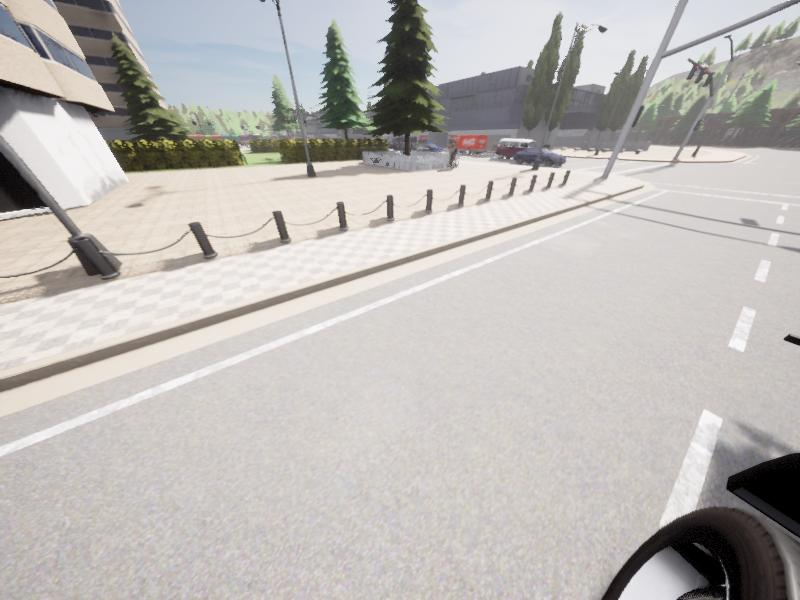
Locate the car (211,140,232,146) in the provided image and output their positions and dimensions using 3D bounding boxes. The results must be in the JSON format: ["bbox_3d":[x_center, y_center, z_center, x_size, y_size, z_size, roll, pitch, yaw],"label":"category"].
[{"bbox_3d":[-59.102,-51.972,76.547,5.357,1.415,2.033,-22,41,-28],"label":"car"}]

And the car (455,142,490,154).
[{"bbox_3d":[11.737,-24.990,37.885,1.801,1.575,5.366,-22,41,-28],"label":"car"}]

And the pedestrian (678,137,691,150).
[{"bbox_3d":[50.503,-27.784,41.018,0.751,1.860,0.751,-26,43,-32],"label":"pedestrian"}]

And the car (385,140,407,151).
[{"bbox_3d":[-0.859,-31.910,47.712,2.242,1.667,4.611,-22,41,-28],"label":"car"}]

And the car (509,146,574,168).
[{"bbox_3d":[12.899,-13.299,21.417,1.812,1.442,4.674,-21,40,-26],"label":"car"}]

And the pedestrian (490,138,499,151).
[{"bbox_3d":[16.498,-27.063,40.241,0.751,1.860,0.751,-10,36,-14],"label":"pedestrian"}]

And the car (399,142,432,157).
[{"bbox_3d":[2.146,-22.326,34.142,2.152,1.651,5.027,-22,41,-28],"label":"car"}]

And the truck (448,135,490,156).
[{"bbox_3d":[10.148,-23.130,34.481,2.627,2.467,5.204,-22,40,-28],"label":"truck"}]

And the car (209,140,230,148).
[{"bbox_3d":[-48.914,-42.336,62.677,3.866,1.878,1.905,-22,41,-28],"label":"car"}]

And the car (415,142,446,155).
[{"bbox_3d":[4.635,-23.771,36.245,1.882,1.535,5.008,-22,41,-28],"label":"car"}]

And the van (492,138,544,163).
[{"bbox_3d":[13.123,-16.948,26.065,2.069,2.038,4.480,-22,42,-28],"label":"van"}]

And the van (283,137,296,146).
[{"bbox_3d":[-39.995,-57.406,83.487,2.351,2.431,6.366,-21,40,-27],"label":"van"}]

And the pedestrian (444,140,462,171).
[{"bbox_3d":[3.895,-10.640,17.040,0.751,1.860,0.751,-28,44,-33],"label":"pedestrian"}]
